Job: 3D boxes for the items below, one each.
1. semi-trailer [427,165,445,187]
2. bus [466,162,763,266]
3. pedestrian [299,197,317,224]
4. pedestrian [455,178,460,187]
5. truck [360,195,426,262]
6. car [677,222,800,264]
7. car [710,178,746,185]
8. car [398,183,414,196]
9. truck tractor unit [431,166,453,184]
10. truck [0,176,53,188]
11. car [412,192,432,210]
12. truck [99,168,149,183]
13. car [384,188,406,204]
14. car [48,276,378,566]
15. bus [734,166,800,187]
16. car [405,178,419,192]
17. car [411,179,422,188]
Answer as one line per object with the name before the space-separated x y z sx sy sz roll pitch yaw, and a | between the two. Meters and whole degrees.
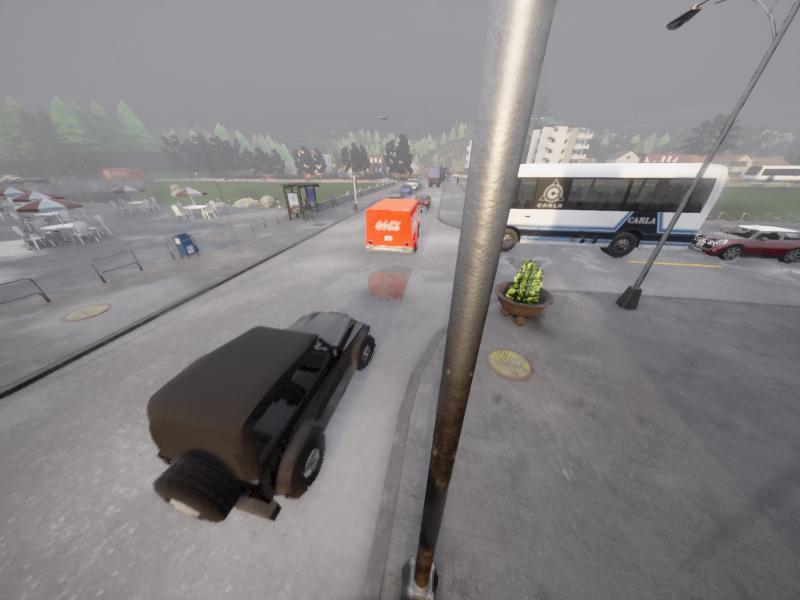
semi-trailer | 9.200 -31.078 57.612 2.717 4.402 14.254 7 31 12
bus | 9.322 -4.873 12.401 10.273 4.253 3.944 5 30 8
pedestrian | -7.326 -7.115 18.418 0.751 1.860 0.751 -26 39 -37
pedestrian | 12.809 -26.157 51.402 0.751 1.860 0.751 5 30 9
truck | -0.111 -4.361 13.309 2.627 2.467 5.204 5 31 9
car | 17.843 -3.017 11.961 3.806 1.475 1.970 5 30 8
car | 84.425 -30.528 59.545 5.366 1.575 1.801 5 30 9
car | 1.057 -18.805 39.257 2.007 1.525 4.514 5 30 9
truck tractor unit | 11.716 -34.699 64.081 3.053 4.208 6.516 18 35 30
truck | -87.667 -27.802 54.262 2.390 2.098 6.274 5 30 9
car | 2.656 -11.713 27.204 1.895 1.301 4.718 5 30 9
truck | -80.716 -36.754 68.040 2.891 3.827 8.468 5 30 9
car | -0.522 -14.247 31.495 2.033 1.411 5.357 5 30 8
car | -1.942 1.294 4.082 1.905 1.878 3.866 6 31 11
bus | 88.927 -29.337 54.765 10.273 4.253 3.944 5 30 9
car | 2.425 -22.927 45.877 2.150 2.045 5.566 5 30 9
car | 3.822 -26.744 52.893 1.930 1.638 5.238 5 30 9
